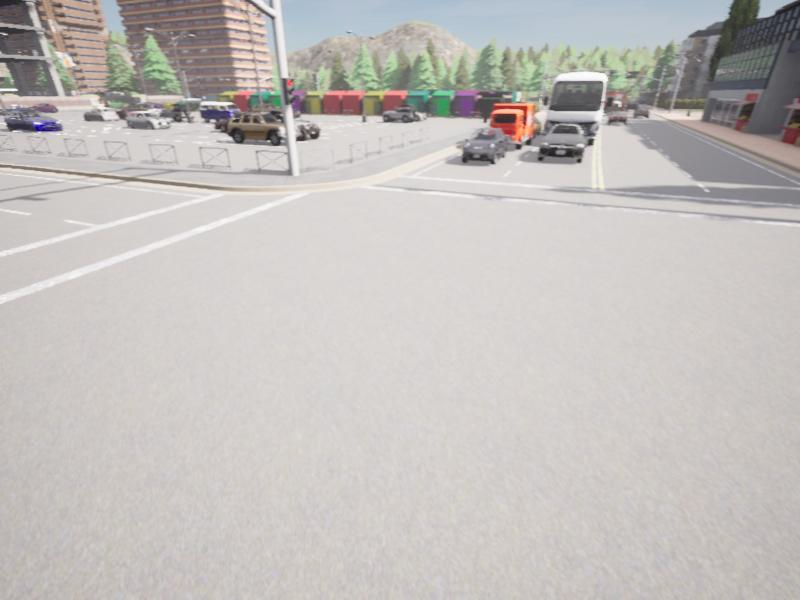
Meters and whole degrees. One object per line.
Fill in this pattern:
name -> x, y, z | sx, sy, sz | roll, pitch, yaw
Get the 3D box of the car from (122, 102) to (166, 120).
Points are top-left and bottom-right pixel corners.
car -> -32.211, -23.805, 50.307 | 4.605, 1.855, 1.932 | 11, 29, 20

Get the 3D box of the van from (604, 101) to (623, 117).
van -> 32.670, -29.297, 61.185 | 2.069, 2.038, 4.480 | 12, 29, 21

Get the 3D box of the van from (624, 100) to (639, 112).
van -> 43.739, -36.692, 75.579 | 1.775, 1.987, 4.442 | 12, 29, 21

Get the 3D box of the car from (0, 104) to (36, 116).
car -> -58.496, -28.906, 60.916 | 1.970, 1.475, 3.806 | 11, 29, 20

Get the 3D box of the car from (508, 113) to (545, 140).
car -> 10.002, -13.724, 31.474 | 1.801, 1.575, 5.366 | 12, 29, 21

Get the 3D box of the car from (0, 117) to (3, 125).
car -> -43.540, -18.973, 40.930 | 4.605, 1.855, 1.932 | 11, 29, 20

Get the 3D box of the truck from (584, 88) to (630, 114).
truck -> 36.119, -34.957, 70.198 | 2.891, 3.827, 8.468 | -1, 27, -2

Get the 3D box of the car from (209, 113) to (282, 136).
car -> -12.408, -14.173, 32.171 | 5.357, 1.415, 2.033 | 11, 29, 20

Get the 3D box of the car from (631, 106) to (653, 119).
car -> 33.850, -26.295, 56.050 | 2.033, 1.411, 5.357 | 12, 29, 21

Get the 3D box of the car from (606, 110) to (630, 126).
car -> 24.292, -20.381, 44.701 | 1.895, 1.301, 4.718 | 12, 29, 21

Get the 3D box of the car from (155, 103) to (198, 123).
car -> -25.174, -21.127, 45.128 | 3.866, 1.878, 1.905 | 11, 29, 20

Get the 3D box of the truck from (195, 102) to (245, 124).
truck -> -19.282, -20.089, 42.911 | 4.478, 2.038, 2.069 | 11, 29, 20

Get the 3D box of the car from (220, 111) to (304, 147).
car -> -8.671, -10.880, 25.279 | 4.605, 1.855, 1.932 | 11, 29, 20

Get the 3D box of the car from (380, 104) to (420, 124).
car -> 0.007, -20.402, 43.748 | 3.866, 1.878, 1.905 | 11, 29, 20

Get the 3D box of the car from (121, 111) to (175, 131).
car -> -22.590, -16.112, 35.933 | 3.806, 1.475, 1.970 | 11, 29, 20

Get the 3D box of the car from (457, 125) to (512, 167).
car -> 4.261, -7.727, 19.900 | 1.845, 1.501, 3.633 | 11, 29, 20

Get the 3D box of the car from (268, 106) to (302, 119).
car -> -15.000, -24.519, 52.166 | 3.905, 1.438, 1.784 | 11, 29, 20

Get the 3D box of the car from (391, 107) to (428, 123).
car -> 1.130, -21.412, 46.229 | 3.806, 1.475, 1.970 | 11, 29, 20

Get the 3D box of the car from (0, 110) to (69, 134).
car -> -30.695, -14.933, 33.483 | 4.611, 1.667, 2.242 | 11, 29, 20

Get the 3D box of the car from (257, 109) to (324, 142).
car -> -7.507, -12.093, 27.636 | 3.866, 1.878, 1.905 | 11, 29, 20

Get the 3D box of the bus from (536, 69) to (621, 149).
bus -> 12.725, -13.632, 28.386 | 3.944, 4.253, 10.273 | 12, 29, 21

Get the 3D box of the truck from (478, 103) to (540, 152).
truck -> 6.971, -11.002, 25.224 | 2.627, 2.467, 5.204 | 11, 29, 21

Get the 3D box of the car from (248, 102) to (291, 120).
car -> -16.174, -23.492, 49.715 | 4.605, 1.855, 1.932 | 11, 29, 20

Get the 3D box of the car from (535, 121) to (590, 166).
car -> 8.614, -8.360, 21.031 | 2.152, 1.651, 5.027 | 11, 29, 20

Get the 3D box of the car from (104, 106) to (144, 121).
car -> -33.197, -22.474, 48.185 | 3.905, 1.438, 1.784 | 11, 29, 20

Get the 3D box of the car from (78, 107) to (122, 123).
car -> -34.311, -21.221, 45.824 | 3.806, 1.475, 1.970 | 11, 29, 20

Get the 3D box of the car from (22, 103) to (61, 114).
car -> -59.647, -31.898, 66.611 | 1.816, 1.474, 4.193 | 11, 29, 20
